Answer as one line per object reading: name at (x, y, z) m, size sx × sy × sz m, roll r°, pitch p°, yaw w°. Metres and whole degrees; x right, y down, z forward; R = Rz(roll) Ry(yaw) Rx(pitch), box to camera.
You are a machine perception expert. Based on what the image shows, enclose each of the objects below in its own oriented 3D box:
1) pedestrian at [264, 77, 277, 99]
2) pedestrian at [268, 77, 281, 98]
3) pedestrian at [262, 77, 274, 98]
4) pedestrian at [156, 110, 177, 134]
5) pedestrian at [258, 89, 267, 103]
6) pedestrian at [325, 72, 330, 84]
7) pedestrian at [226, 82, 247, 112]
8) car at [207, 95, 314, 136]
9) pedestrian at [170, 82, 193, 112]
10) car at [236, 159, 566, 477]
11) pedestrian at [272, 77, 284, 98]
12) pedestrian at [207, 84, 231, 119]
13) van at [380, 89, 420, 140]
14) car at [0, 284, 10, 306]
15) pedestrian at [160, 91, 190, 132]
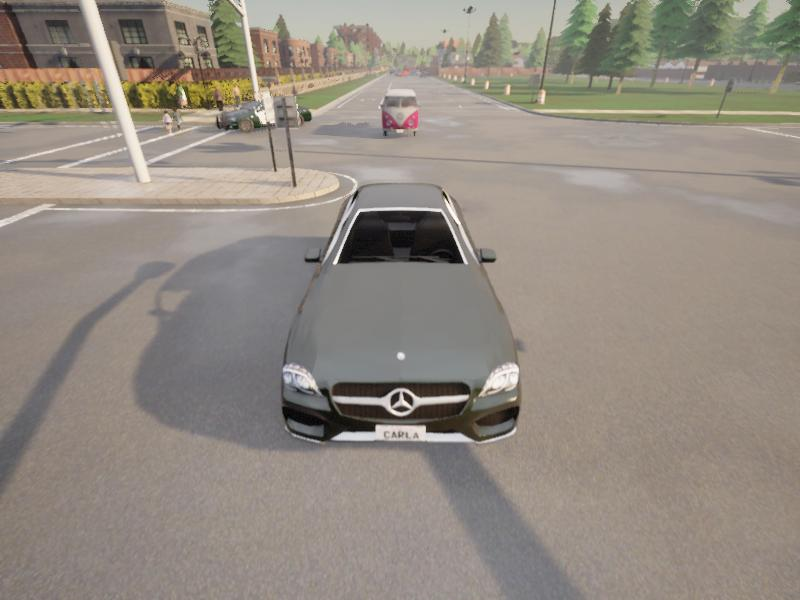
pedestrian at (-13.110, -21.504, 40.587) m, size 0.751 × 1.860 × 0.751 m, roll 2°, pitch 30°, yaw 4°
pedestrian at (-12.943, -21.968, 41.381) m, size 0.751 × 1.860 × 0.751 m, roll -25°, pitch 38°, yaw -36°
pedestrian at (-13.565, -21.816, 41.120) m, size 0.751 × 1.860 × 0.751 m, roll -16°, pitch 34°, yaw -25°
pedestrian at (-11.878, -9.080, 20.392) m, size 0.500 × 1.100 × 0.500 m, roll 0°, pitch 30°, yaw 0°
pedestrian at (-12.480, -18.530, 36.253) m, size 0.500 × 1.100 × 0.500 m, roll 0°, pitch 30°, yaw 0°
pedestrian at (-13.422, -41.164, 74.214) m, size 0.751 × 1.860 × 0.751 m, roll 0°, pitch 30°, yaw 0°
pedestrian at (-11.675, -14.497, 28.603) m, size 0.751 × 1.860 × 0.751 m, roll 10°, pitch 32°, yaw 17°
car at (-7.488, -10.218, 21.960) m, size 4.974 × 1.542 × 2.038 m, roll -25°, pitch 38°, yaw -36°
pedestrian at (-15.514, -14.409, 28.450) m, size 0.751 × 1.860 × 0.751 m, roll 0°, pitch 30°, yaw 1°
car at (0.006, -0.464, 5.188) m, size 2.152 × 1.651 × 5.027 m, roll 0°, pitch 30°, yaw 0°
pedestrian at (-12.436, -21.697, 40.916) m, size 0.751 × 1.860 × 0.751 m, roll 0°, pitch 30°, yaw -1°
pedestrian at (-11.189, -12.293, 24.773) m, size 0.751 × 1.860 × 0.751 m, roll 0°, pitch 30°, yaw 0°
van at (0.006, -9.504, 20.293) m, size 1.775 × 1.987 × 4.442 m, roll 0°, pitch 30°, yaw 0°
car at (-7.773, -0.333, 4.696) m, size 3.866 × 1.878 × 1.905 m, roll 0°, pitch 30°, yaw 0°
pedestrian at (-11.860, -9.958, 21.143) m, size 0.751 × 1.860 × 0.751 m, roll -1°, pitch 30°, yaw -1°
